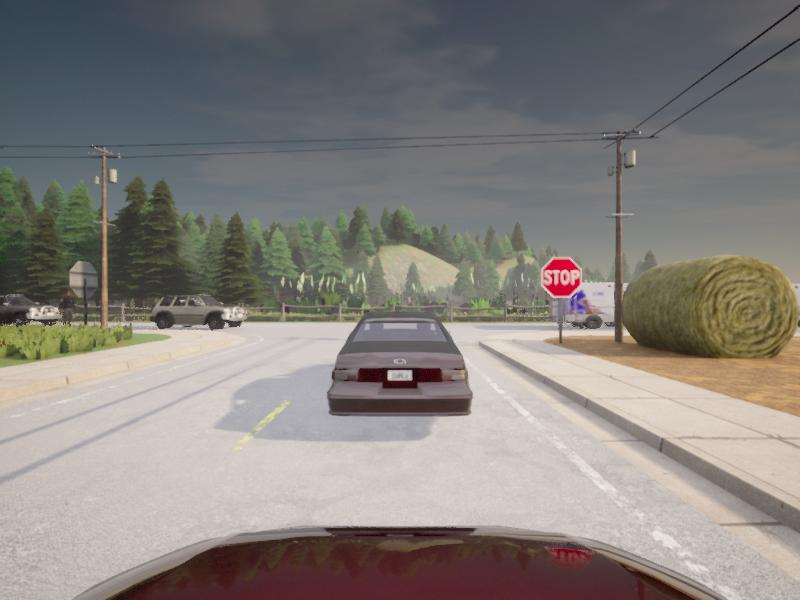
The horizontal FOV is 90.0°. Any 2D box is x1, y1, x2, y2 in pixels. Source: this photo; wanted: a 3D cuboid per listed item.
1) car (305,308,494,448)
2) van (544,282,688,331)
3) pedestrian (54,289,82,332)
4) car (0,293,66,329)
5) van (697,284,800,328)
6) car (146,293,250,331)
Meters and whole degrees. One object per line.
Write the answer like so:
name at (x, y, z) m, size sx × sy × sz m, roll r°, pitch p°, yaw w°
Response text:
car at (-0.001, 0.889, 6.985) m, size 2.033 × 1.411 × 5.357 m, roll 0°, pitch 0°, yaw 0°
van at (11.323, 0.327, 21.418) m, size 6.366 × 2.431 × 2.351 m, roll 0°, pitch 0°, yaw 3°
pedestrian at (-14.675, 0.436, 17.693) m, size 0.751 × 1.860 × 0.751 m, roll 0°, pitch 0°, yaw 32°
car at (-21.338, 0.604, 21.899) m, size 4.605 × 1.855 × 1.932 m, roll -1°, pitch 0°, yaw 2°
van at (21.502, 0.325, 23.397) m, size 6.366 × 2.431 × 2.351 m, roll 0°, pitch 0°, yaw 3°
car at (-10.515, 0.602, 20.963) m, size 4.605 × 1.855 × 1.932 m, roll 0°, pitch 0°, yaw 9°
